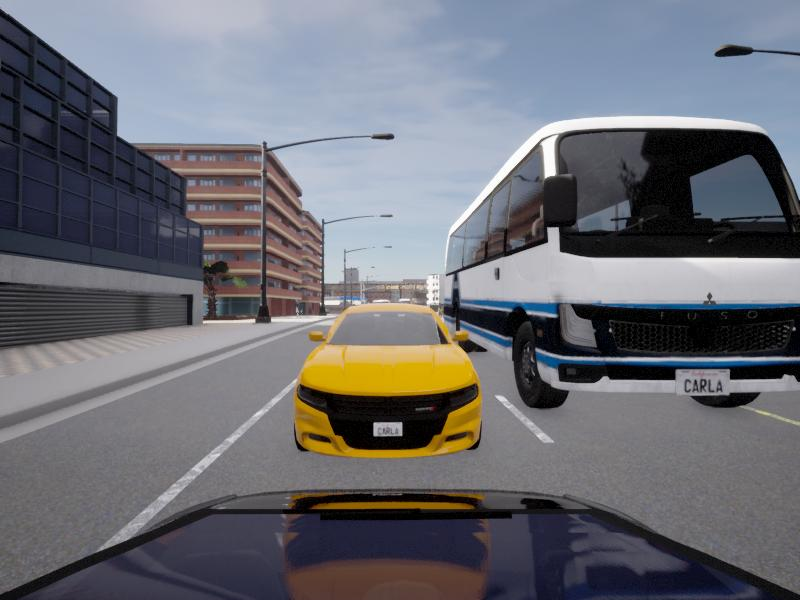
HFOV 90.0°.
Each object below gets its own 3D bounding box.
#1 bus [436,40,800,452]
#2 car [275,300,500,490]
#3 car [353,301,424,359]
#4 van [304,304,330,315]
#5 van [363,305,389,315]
[{"bbox_3d":[3.384,-0.601,9.306,3.944,4.253,10.273,0,1,-1],"label":"bus"},{"bbox_3d":[-0.158,0.790,5.854,1.882,1.535,5.008,0,1,-1],"label":"car"},{"bbox_3d":[-0.325,0.768,12.619,1.812,1.442,4.674,0,1,-1],"label":"car"},{"bbox_3d":[-19.654,2.234,95.167,5.915,2.561,1.988,0,-1,-2],"label":"van"},{"bbox_3d":[-5.986,2.374,99.254,6.366,2.431,2.351,0,-1,-2],"label":"van"}]
